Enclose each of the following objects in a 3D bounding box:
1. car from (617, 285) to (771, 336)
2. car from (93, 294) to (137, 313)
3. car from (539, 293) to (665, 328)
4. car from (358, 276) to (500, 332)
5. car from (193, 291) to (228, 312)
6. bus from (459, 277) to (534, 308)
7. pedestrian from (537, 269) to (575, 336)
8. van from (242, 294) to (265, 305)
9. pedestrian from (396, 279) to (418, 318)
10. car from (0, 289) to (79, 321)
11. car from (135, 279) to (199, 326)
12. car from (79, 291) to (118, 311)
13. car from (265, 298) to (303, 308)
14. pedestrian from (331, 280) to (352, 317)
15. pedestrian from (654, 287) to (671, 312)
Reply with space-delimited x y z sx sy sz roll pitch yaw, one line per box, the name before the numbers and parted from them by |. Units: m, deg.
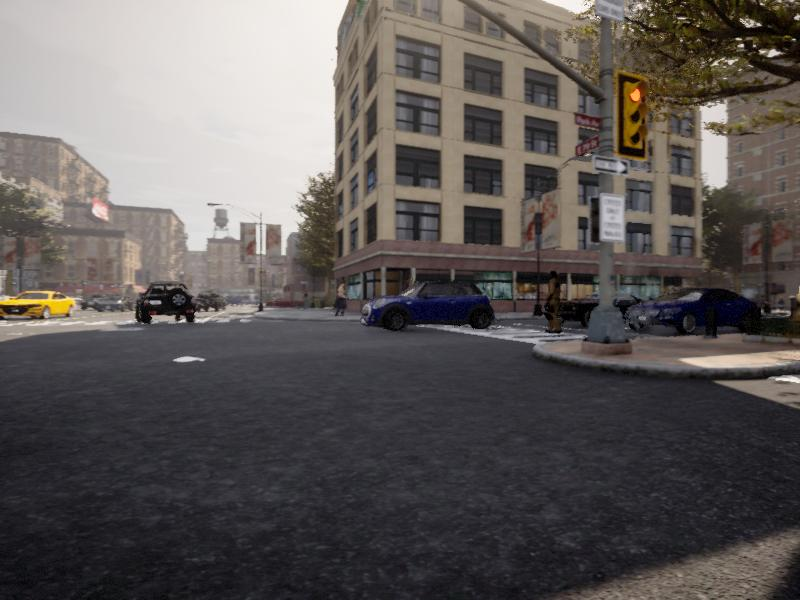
car | 9.642 0.304 13.130 4.674 1.442 1.812 0 0 -20
car | -24.527 0.279 34.653 2.007 1.525 4.514 0 0 -20
car | 8.266 0.383 16.369 4.718 1.301 1.895 0 0 -20
car | 0.945 0.123 14.113 4.553 1.767 2.097 0 0 -15
car | -17.724 0.117 37.594 1.932 1.855 4.605 0 0 -11
bus | 14.312 -1.008 59.265 10.273 4.253 3.944 0 0 -20
pedestrian | 4.506 0.065 11.595 0.751 1.860 0.751 0 0 -39
van | -34.966 -0.139 95.830 1.988 2.561 5.915 0 0 16
pedestrian | 0.348 -0.075 19.669 0.751 1.860 0.751 0 0 -39
car | -19.935 0.253 22.159 1.882 1.535 5.008 0 0 -20
car | -10.689 0.080 18.147 1.932 1.855 4.605 -2 1 -37
car | -30.415 0.109 40.524 1.932 1.855 4.605 0 0 -20
car | -15.077 0.435 52.329 4.718 1.301 1.895 0 0 -13
pedestrian | -2.954 -0.076 20.234 0.751 1.860 0.751 0 0 20
pedestrian | 20.138 -0.040 30.707 0.751 1.860 0.751 0 0 -15
